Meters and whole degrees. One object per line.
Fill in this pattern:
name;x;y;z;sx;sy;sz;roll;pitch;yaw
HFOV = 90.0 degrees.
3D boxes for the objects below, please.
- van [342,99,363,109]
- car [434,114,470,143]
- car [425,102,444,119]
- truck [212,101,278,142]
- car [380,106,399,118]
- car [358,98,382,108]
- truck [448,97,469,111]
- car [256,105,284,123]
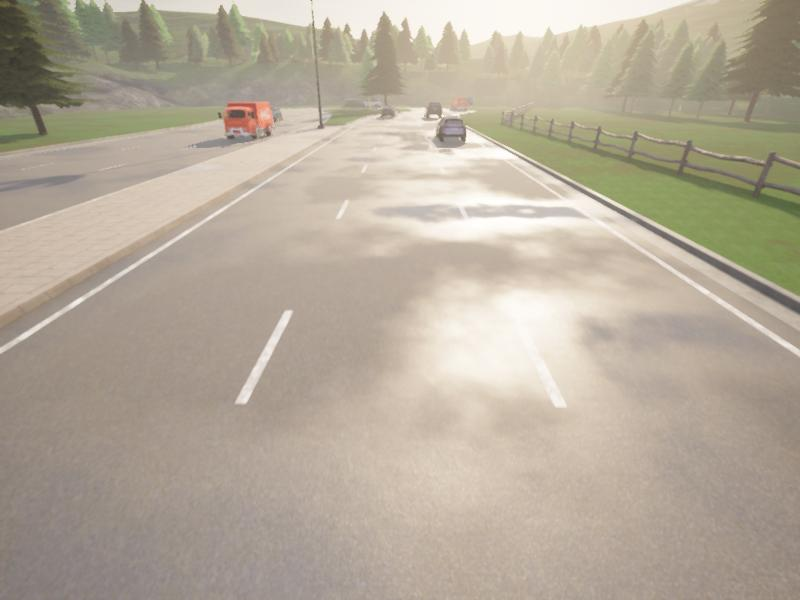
van;-10.661;-44.113;89.937;4.442;1.987;1.775;-12;30;-22
car;3.761;-12.773;29.632;2.033;1.649;4.856;0;27;0
car;4.774;-26.954;56.700;2.150;2.045;5.566;0;27;0
truck;-11.243;-13.315;29.638;2.627;2.467;5.204;0;27;0
car;-1.425;-26.904;57.156;1.837;1.490;4.892;4;27;8
car;-7.041;-46.142;93.850;5.566;2.045;2.150;-1;27;-2
truck;12.100;-40.675;82.925;2.627;2.467;5.204;-6;28;-11
car;-15.061;-21.693;46.602;2.097;1.767;4.553;-2;27;-4
